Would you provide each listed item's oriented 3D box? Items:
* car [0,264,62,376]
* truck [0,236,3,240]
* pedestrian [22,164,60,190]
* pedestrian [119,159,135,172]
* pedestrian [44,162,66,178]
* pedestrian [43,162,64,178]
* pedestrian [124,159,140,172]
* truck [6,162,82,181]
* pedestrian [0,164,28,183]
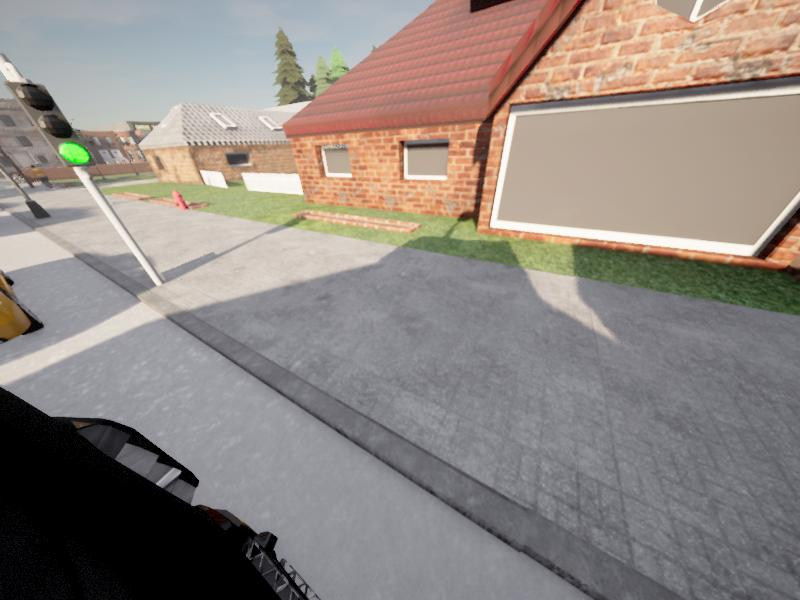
[{"bbox_3d":[-7.290,-0.123,3.152,5.008,1.535,1.882,16,38,26],"label":"car"},{"bbox_3d":[-16.886,-3.145,7.800,6.274,2.098,2.390,16,38,26],"label":"truck"},{"bbox_3d":[-30.156,-10.342,19.418,0.751,1.860,0.751,10,36,18],"label":"pedestrian"},{"bbox_3d":[-45.024,-22.176,38.088,0.751,1.860,0.751,12,36,20],"label":"pedestrian"},{"bbox_3d":[-47.714,-17.951,31.952,0.751,1.860,0.751,10,36,18],"label":"pedestrian"},{"bbox_3d":[-48.706,-18.269,32.492,0.751,1.860,0.751,22,41,32],"label":"pedestrian"},{"bbox_3d":[-43.789,-21.990,37.729,0.751,1.860,0.751,12,37,21],"label":"pedestrian"},{"bbox_3d":[-57.664,-21.031,37.622,2.390,2.098,6.274,16,38,26],"label":"truck"},{"bbox_3d":[-46.656,-15.286,27.885,0.751,1.860,0.751,-9,34,-10],"label":"pedestrian"}]
